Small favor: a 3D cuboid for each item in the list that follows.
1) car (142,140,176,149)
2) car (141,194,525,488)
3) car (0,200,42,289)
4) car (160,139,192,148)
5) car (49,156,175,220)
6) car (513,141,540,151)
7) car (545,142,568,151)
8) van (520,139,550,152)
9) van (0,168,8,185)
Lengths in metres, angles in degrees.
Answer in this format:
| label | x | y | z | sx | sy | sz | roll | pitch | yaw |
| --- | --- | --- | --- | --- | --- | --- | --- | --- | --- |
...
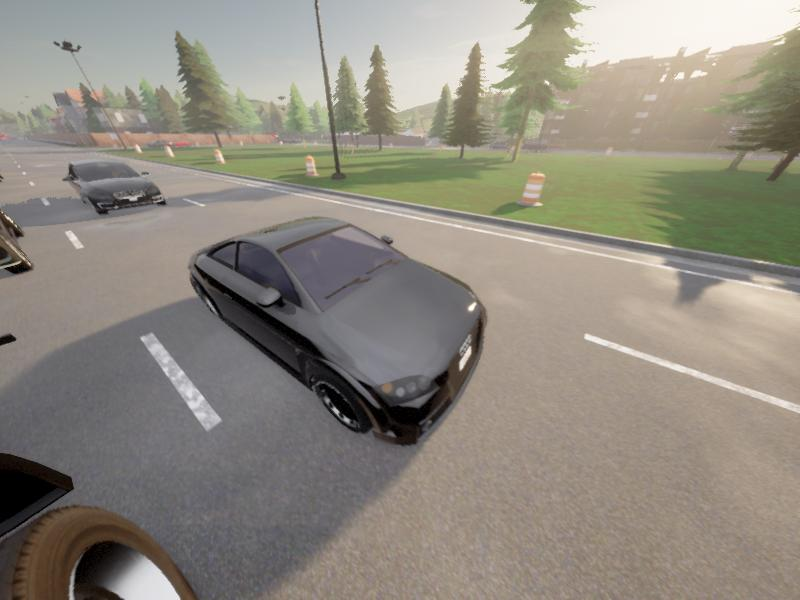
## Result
| label | x | y | z | sx | sy | sz | roll | pitch | yaw |
| --- | --- | --- | --- | --- | --- | --- | --- | --- | --- |
| car | -51.676 | -33.520 | 49.655 | 2.007 | 1.525 | 4.514 | 13 | 37 | 17 |
| car | -1.011 | -0.242 | 3.051 | 4.181 | 1.385 | 1.994 | 22 | 40 | 27 |
| car | -9.566 | -1.427 | 4.431 | 5.027 | 1.651 | 2.152 | 22 | 41 | 28 |
| car | -52.796 | -37.031 | 54.548 | 2.242 | 1.667 | 4.611 | 15 | 38 | 20 |
| car | -10.966 | -4.425 | 8.776 | 4.892 | 1.490 | 1.837 | 22 | 41 | 28 |
| car | 28.086 | -34.281 | 51.388 | 4.611 | 1.667 | 2.242 | 22 | 41 | 28 |
| car | 34.612 | -34.077 | 51.142 | 3.705 | 1.549 | 1.789 | 22 | 41 | 28 |
| van | 26.379 | -30.222 | 45.243 | 4.442 | 1.987 | 1.775 | 22 | 41 | 28 |
| van | -24.060 | -7.578 | 12.696 | 4.442 | 1.987 | 1.775 | 23 | 41 | 29 |
